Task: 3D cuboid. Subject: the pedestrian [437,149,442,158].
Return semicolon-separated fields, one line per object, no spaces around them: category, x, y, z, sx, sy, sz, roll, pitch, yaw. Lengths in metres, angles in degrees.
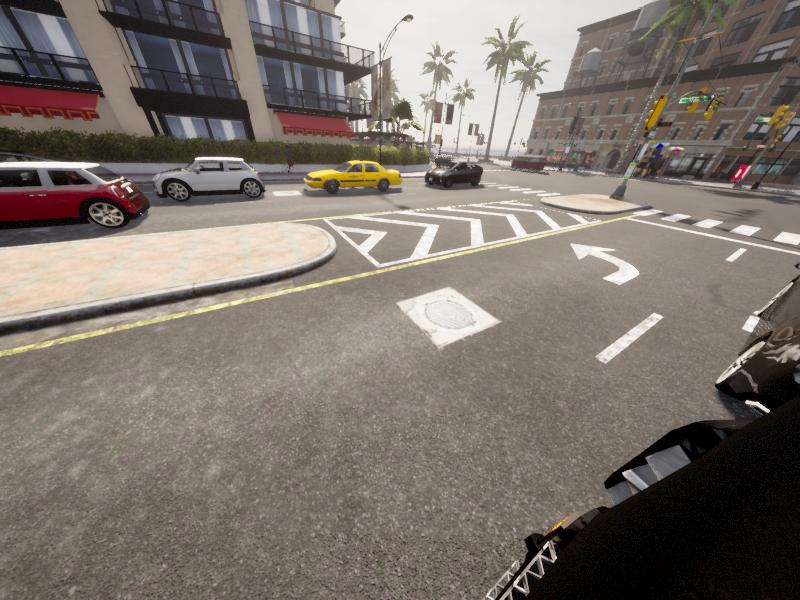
pedestrian;10.647;-39.509;62.271;0.751;1.860;0.751;-22;41;-32

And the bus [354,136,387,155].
bus;-8.534;-44.625;66.642;3.944;4.253;10.273;-25;43;-35

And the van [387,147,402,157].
van;-1.471;-37.854;59.047;1.775;1.987;4.442;-16;38;-26

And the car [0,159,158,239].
car;-9.273;-2.632;5.860;3.806;1.475;1.970;-16;38;-26

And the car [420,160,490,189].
car;3.880;-8.900;16.272;4.514;1.525;2.007;-20;40;-30

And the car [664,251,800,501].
car;5.407;0.458;2.309;4.902;1.511;2.128;-16;38;-26

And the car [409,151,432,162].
car;3.952;-28.429;45.705;2.128;1.511;4.902;-16;38;-26

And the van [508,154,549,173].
van;17.649;-18.944;32.045;1.775;1.987;4.442;-16;38;-26

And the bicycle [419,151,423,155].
bicycle;6.905;-48.707;76.656;0.373;1.024;1.643;-16;38;-27

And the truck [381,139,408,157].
truck;-1.750;-42.553;64.434;2.891;3.827;8.468;-22;41;-32

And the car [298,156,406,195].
car;-2.470;-6.913;12.739;5.366;1.575;1.801;-16;38;-26

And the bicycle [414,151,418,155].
bicycle;5.177;-48.199;75.757;0.373;1.024;1.643;-16;38;-27

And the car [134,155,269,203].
car;-8.046;-5.240;9.882;3.806;1.475;1.970;-16;38;-26

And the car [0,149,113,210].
car;-12.716;-3.908;7.446;3.705;1.549;1.789;-16;38;-26

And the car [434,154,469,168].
car;7.621;-20.886;34.732;2.033;1.411;5.357;-16;38;-26

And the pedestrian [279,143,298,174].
pedestrian;-8.053;-10.196;16.679;0.751;1.860;0.751;-16;38;-26

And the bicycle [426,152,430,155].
bicycle;9.495;-49.469;78.003;0.373;1.024;1.643;-16;38;-27
